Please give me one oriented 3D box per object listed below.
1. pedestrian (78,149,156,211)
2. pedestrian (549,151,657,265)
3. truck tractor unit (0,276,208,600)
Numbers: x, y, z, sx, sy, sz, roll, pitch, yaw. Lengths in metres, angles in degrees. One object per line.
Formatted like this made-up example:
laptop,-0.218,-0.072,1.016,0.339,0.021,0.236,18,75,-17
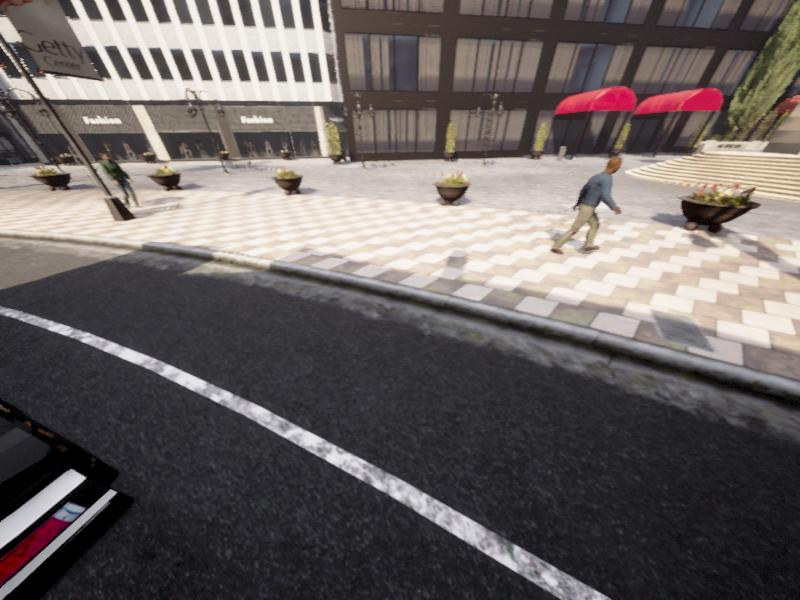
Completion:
pedestrian,-9.925,-4.234,8.203,0.751,1.860,0.751,10,37,15
pedestrian,3.665,-1.729,4.420,0.751,1.860,0.751,12,37,17
truck tractor unit,-5.273,-0.094,0.513,6.516,4.208,3.053,11,37,16
